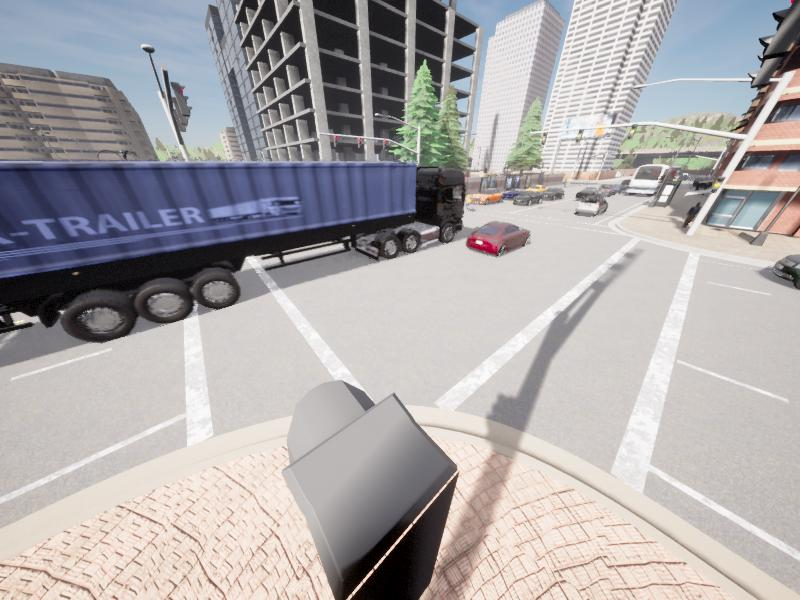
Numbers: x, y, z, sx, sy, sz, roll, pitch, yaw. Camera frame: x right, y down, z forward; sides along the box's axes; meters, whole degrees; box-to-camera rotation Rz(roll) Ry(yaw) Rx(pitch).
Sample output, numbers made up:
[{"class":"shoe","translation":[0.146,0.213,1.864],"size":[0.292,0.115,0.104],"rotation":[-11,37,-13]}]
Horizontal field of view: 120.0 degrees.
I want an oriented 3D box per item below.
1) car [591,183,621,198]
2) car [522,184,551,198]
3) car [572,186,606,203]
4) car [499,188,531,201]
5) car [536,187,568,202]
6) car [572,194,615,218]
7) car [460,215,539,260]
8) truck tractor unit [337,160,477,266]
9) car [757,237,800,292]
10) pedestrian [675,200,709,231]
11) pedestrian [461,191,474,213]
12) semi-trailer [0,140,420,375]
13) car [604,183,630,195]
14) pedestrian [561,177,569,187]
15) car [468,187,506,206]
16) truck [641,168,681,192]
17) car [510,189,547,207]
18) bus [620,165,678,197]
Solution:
[{"class":"car","translation":[31.961,-17.045,35.858],"size":[4.611,1.667,2.242],"rotation":[-23,37,-34]},{"class":"car","translation":[21.384,-17.126,36.131],"size":[5.008,1.535,1.882],"rotation":[-23,37,-34]},{"class":"car","translation":[25.713,-14.427,31.352],"size":[5.238,1.638,1.930],"rotation":[-23,37,-34]},{"class":"car","translation":[16.067,-14.798,32.341],"size":[4.718,1.301,1.895],"rotation":[-23,37,-34]},{"class":"car","translation":[21.150,-14.728,32.022],"size":[4.892,1.490,1.837],"rotation":[-23,37,-34]},{"class":"car","translation":[18.680,-9.179,22.297],"size":[3.988,1.617,1.851],"rotation":[-23,37,-34]},{"class":"car","translation":[5.563,-3.616,12.847],"size":[4.181,1.385,1.994],"rotation":[-23,37,-34]},{"class":"truck tractor unit","translation":[0.590,-5.033,12.484],"size":[6.516,4.208,3.053],"rotation":[-23,37,-34]},{"class":"car","translation":[16.218,-0.903,7.905],"size":[3.705,1.549,1.789],"rotation":[21,36,32]},{"class":"pedestrian","translation":[20.051,-5.821,15.874],"size":[0.751,1.860,0.751],"rotation":[-22,37,-33]},{"class":"pedestrian","translation":[6.707,-9.688,22.849],"size":[0.751,1.860,0.751],"rotation":[21,36,32]},{"class":"semi-trailer","translation":[-5.468,-2.564,8.022],"size":[14.254,4.402,2.717],"rotation":[-23,37,-34]},{"class":"car","translation":[37.523,-19.249,39.952],"size":[5.357,1.411,2.033],"rotation":[-23,37,-34]},{"class":"pedestrian","translation":[35.577,-25.389,49.768],"size":[0.751,1.860,0.751],"rotation":[-20,36,-31]},{"class":"car","translation":[10.696,-12.768,28.325],"size":[4.553,1.767,2.097],"rotation":[-23,37,-34]},{"class":"truck","translation":[50.647,-23.433,44.774],"size":[8.468,3.827,2.891],"rotation":[-22,37,-33]},{"class":"car","translation":[15.622,-12.414,28.014],"size":[4.892,1.490,1.837],"rotation":[-23,37,-34]},{"class":"bus","translation":[40.890,-19.693,37.865],"size":[10.273,4.253,3.944],"rotation":[-23,37,-34]}]
